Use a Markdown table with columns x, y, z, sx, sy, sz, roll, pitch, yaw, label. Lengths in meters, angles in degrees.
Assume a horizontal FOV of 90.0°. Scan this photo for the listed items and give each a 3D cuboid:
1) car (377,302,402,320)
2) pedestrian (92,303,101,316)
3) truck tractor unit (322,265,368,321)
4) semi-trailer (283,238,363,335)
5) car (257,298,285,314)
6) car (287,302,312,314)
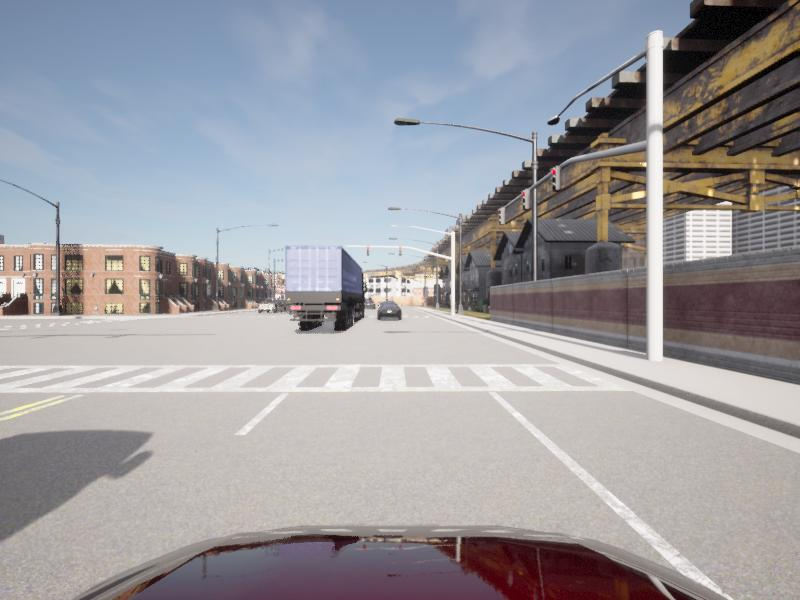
| x | y | z | sx | sy | sz | roll | pitch | yaw | label |
| --- | --- | --- | --- | --- | --- | --- | --- | --- | --- |
| -0.892 | 0.907 | 34.135 | 1.994 | 1.385 | 4.181 | 0 | 0 | -2 | car |
| -27.279 | 0.865 | 35.971 | 0.500 | 1.100 | 0.500 | 0 | 0 | -12 | pedestrian |
| -4.376 | -0.524 | 33.256 | 3.053 | 4.208 | 6.516 | 0 | 0 | -2 | truck tractor unit |
| -4.158 | -0.618 | 25.345 | 2.717 | 4.402 | 14.254 | 0 | 0 | -2 | semi-trailer |
| -15.243 | 0.653 | 47.437 | 1.932 | 1.855 | 4.605 | 0 | 0 | -1 | car |
| -11.732 | 0.907 | 47.105 | 1.994 | 1.385 | 4.181 | 0 | 0 | -1 | car |
